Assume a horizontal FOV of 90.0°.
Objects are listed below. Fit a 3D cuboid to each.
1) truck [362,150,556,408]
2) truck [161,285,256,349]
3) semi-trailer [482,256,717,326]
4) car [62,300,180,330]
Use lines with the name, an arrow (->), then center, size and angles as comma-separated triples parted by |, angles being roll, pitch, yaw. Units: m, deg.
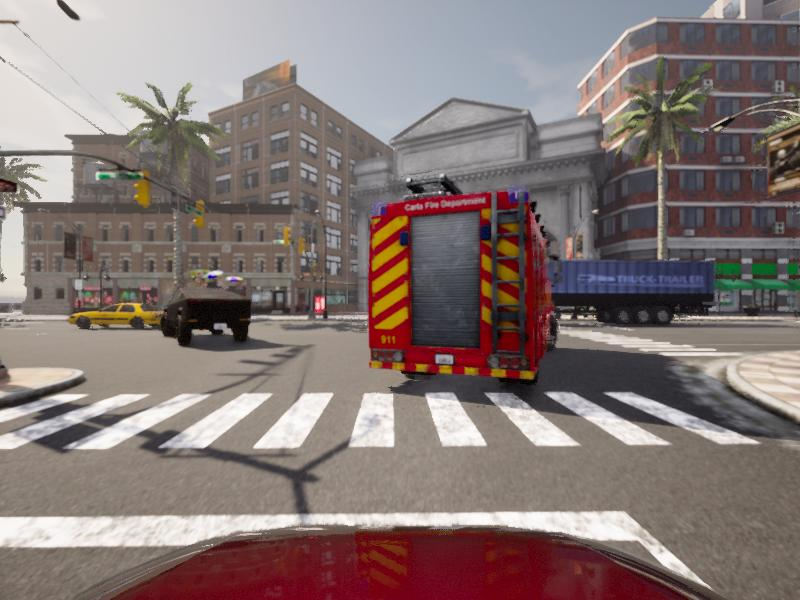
truck -> 2.328, -0.305, 10.379 | 2.891, 3.827, 8.468 | 0, 0, 23
truck -> -8.100, 0.567, 16.459 | 2.390, 2.098, 6.274 | 0, 0, -36
semi-trailer -> 12.830, -0.578, 26.549 | 14.254, 4.402, 2.717 | 0, 0, 0
car -> -15.698, 0.839, 22.699 | 5.366, 1.575, 1.801 | 1, 0, -1
